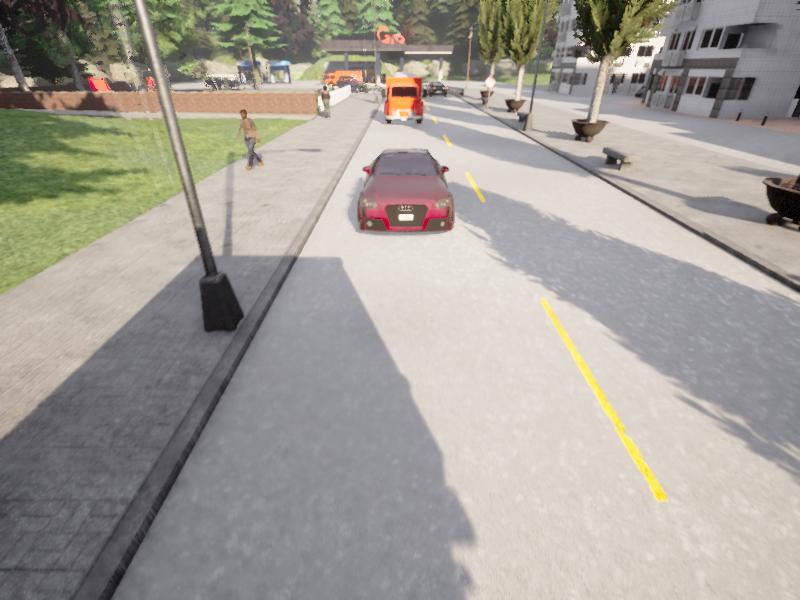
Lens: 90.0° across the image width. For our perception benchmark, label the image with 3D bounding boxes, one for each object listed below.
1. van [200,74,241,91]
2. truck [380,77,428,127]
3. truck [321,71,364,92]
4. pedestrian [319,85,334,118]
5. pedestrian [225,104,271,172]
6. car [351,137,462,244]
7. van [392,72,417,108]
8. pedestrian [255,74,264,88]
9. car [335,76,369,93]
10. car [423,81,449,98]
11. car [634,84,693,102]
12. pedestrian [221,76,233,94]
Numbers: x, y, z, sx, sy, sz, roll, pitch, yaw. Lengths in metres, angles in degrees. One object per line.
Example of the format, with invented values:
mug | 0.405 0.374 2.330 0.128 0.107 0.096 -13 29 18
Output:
van | -24.872 -30.242 55.677 4.480 2.038 2.069 0 30 0
truck | 0.251 -12.264 24.544 2.627 2.467 5.204 0 29 0
truck | -7.881 -30.269 55.291 5.204 2.467 2.627 2 30 4
pedestrian | -4.716 -12.731 25.664 0.751 1.860 0.751 -5 31 -8
pedestrian | -4.756 -5.117 12.650 0.751 1.860 0.751 9 32 15
car | 0.130 -2.756 9.354 1.994 1.385 4.181 0 30 0
van | 0.387 -18.640 35.350 1.988 2.561 5.915 1 30 1
pedestrian | -21.446 -33.389 61.013 0.751 1.860 0.751 7 31 11
car | -6.119 -27.830 51.698 3.866 1.878 1.905 5 30 8
car | 3.992 -24.009 45.519 2.038 1.542 4.974 -3 30 -5
car | 27.949 -22.071 42.583 4.974 1.542 2.038 16 34 26
pedestrian | -20.623 -25.630 47.713 0.751 1.860 0.751 0 30 1
